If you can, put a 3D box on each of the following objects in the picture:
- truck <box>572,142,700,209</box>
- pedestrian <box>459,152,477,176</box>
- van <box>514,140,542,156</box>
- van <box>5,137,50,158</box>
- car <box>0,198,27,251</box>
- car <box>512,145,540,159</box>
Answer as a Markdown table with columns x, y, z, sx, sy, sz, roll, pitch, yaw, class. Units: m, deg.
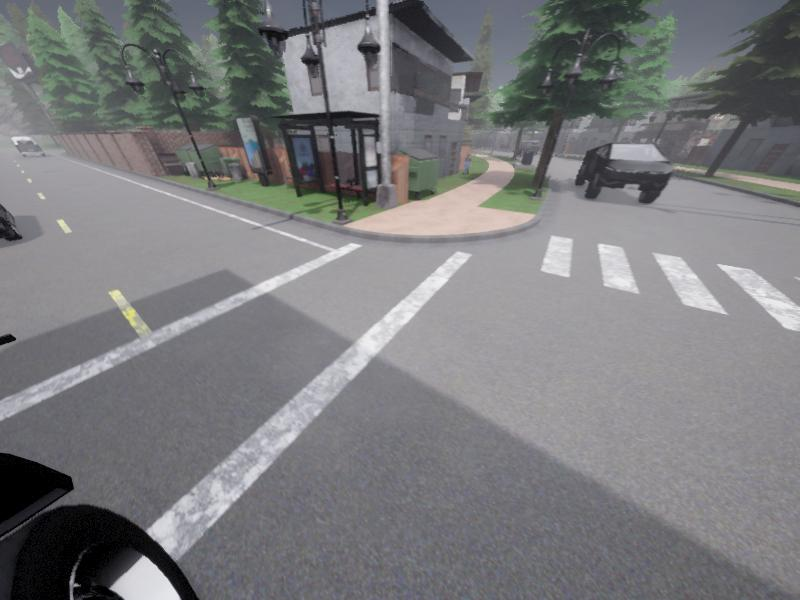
| x | y | z | sx | sy | sz | roll | pitch | yaw | class |
| --- | --- | --- | --- | --- | --- | --- | --- | --- | --- |
| 10.502 | -6.322 | 11.167 | 2.390 | 2.098 | 6.274 | 16 | 38 | 21 | truck |
| 4.510 | -9.014 | 15.323 | 0.751 | 1.300 | 0.751 | 20 | 39 | 25 | pedestrian |
| 20.905 | -24.961 | 37.885 | 1.775 | 1.987 | 4.442 | -1 | 35 | -3 | van |
| -46.788 | -19.241 | 29.030 | 4.480 | 2.038 | 2.069 | 22 | 41 | 28 | van |
| -11.588 | -2.146 | 5.661 | 4.181 | 1.385 | 1.994 | 22 | 41 | 28 | car |
| 17.510 | -20.847 | 32.393 | 1.845 | 1.501 | 3.633 | 1 | 35 | 1 | car |
